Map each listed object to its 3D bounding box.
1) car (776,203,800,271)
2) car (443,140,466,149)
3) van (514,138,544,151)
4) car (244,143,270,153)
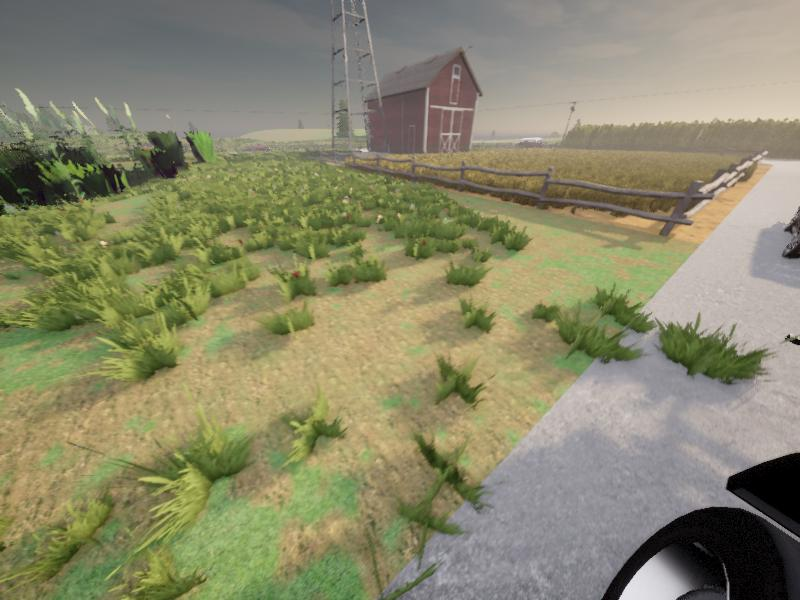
[{"bbox_3d":[10.405,-1.622,5.010,4.718,1.301,1.895,-23,41,-29],"label":"car"},{"bbox_3d":[12.942,-37.119,55.084,2.038,1.542,4.974,-22,41,-28],"label":"car"},{"bbox_3d":[25.176,-30.520,45.249,2.069,2.038,4.480,-22,41,-28],"label":"van"},{"bbox_3d":[-27.548,-29.368,44.482,3.806,1.475,1.970,-18,39,-24],"label":"car"}]
